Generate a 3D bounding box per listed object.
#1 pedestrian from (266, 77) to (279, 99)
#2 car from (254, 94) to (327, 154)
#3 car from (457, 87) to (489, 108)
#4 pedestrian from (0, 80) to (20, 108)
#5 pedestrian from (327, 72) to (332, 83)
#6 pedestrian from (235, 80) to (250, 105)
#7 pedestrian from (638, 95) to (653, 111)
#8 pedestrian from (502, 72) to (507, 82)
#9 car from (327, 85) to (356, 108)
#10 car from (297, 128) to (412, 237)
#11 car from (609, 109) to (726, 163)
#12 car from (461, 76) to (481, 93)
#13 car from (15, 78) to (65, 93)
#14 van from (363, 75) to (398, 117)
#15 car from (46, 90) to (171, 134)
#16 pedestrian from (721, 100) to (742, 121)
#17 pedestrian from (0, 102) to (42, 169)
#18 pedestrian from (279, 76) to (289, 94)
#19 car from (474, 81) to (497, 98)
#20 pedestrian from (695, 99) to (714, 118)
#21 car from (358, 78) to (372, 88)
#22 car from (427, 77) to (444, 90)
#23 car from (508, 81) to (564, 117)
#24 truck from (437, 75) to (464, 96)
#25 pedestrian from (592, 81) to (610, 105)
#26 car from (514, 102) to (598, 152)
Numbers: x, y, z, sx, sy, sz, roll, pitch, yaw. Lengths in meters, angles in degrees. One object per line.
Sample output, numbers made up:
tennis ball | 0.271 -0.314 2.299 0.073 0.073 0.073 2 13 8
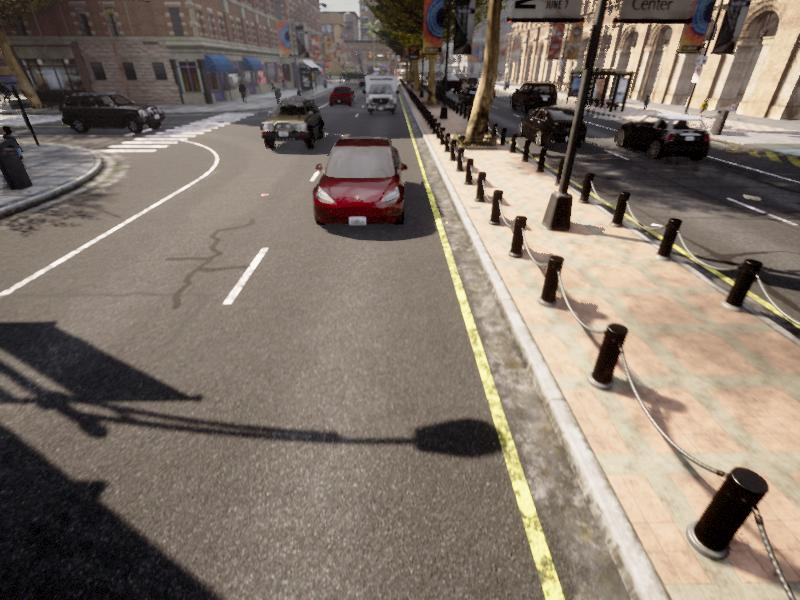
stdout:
pedestrian | -12.744 -21.240 40.106 0.751 1.860 0.751 1 30 1
car | -4.580 -7.825 17.526 1.932 1.855 4.605 0 30 -1
car | 6.491 -18.235 35.955 1.994 1.385 4.181 0 30 -1
pedestrian | -29.876 -15.586 30.277 0.751 1.860 0.751 -3 30 -6
pedestrian | -14.001 -44.534 79.995 0.751 1.860 0.751 -1 30 -2
pedestrian | -13.211 -17.454 33.616 0.751 1.860 0.751 -3 30 -6
pedestrian | 18.556 -14.877 30.220 0.500 1.100 0.500 -3 30 -5
pedestrian | 23.083 -49.371 88.589 0.751 1.860 0.751 3 30 5
car | -5.059 -18.030 35.340 1.882 1.535 5.008 0 30 0
car | -0.903 -3.148 9.940 2.163 1.488 4.792 0 30 -1
car | 10.458 -6.680 16.088 1.970 1.475 3.806 0 30 -1
car | 9.557 -29.295 54.429 1.905 1.878 3.866 0 30 -1
car | -46.961 -28.094 52.324 2.128 1.511 4.902 0 30 -1
van | -1.379 -15.464 30.093 2.351 2.431 6.366 0 30 -1
car | -14.924 -9.750 20.737 4.605 1.855 1.932 1 30 2
pedestrian | 20.908 -11.950 25.227 0.500 1.100 0.500 -9 31 -15
pedestrian | -12.258 -5.125 12.505 0.751 1.860 0.751 0 30 -1
pedestrian | -13.713 -25.385 47.197 0.751 1.860 0.751 0 30 -1
car | 9.759 -24.107 45.856 1.789 1.549 3.705 0 30 -1
pedestrian | 19.981 -12.580 26.297 0.500 1.100 0.500 -1 30 -3
car | -5.698 -35.324 65.188 1.895 1.301 4.718 0 30 -1
car | 5.795 -35.528 65.601 2.152 1.651 5.027 0 30 -1
car | 10.122 -15.377 30.417 2.150 2.045 5.566 0 30 -1
truck | 6.161 -26.788 49.875 2.390 2.098 6.274 0 30 -1
pedestrian | 17.623 -18.184 35.124 0.751 1.860 0.751 2 30 3
car | 6.902 -8.044 18.381 1.837 1.490 4.892 0 31 -1
